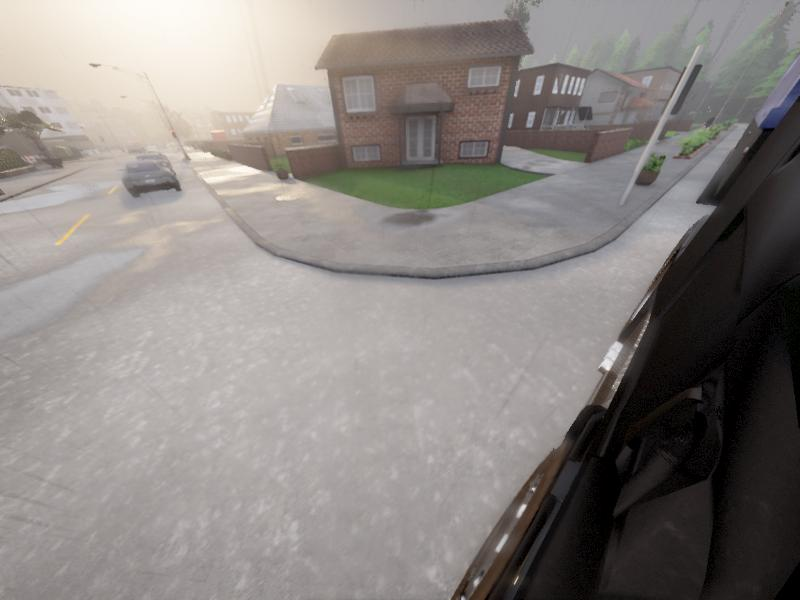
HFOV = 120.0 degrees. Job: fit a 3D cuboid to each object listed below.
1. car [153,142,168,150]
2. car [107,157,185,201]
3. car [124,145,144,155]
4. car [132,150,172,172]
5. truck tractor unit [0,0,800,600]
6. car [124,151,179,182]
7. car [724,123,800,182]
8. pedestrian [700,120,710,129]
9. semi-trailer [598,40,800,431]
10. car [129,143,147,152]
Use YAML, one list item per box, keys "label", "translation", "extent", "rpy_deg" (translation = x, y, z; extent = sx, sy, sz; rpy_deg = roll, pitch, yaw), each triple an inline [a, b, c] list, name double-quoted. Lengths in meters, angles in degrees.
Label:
- label: "car"
  translation: [-64.269, -41.376, 62.072]
  extent: [2.152, 1.651, 5.027]
  rpy_deg: [-28, 44, -30]
- label: "car"
  translation: [-12.965, -6.399, 11.922]
  extent: [1.994, 1.385, 4.181]
  rpy_deg: [-30, 45, -32]
- label: "car"
  translation: [-53.509, -30.331, 46.556]
  extent: [1.994, 1.385, 4.181]
  rpy_deg: [-28, 44, -30]
- label: "car"
  translation: [-22.641, -12.859, 21.254]
  extent: [1.895, 1.301, 4.718]
  rpy_deg: [-27, 43, -29]
- label: "truck tractor unit"
  translation: [2.645, -0.295, 0.351]
  extent: [6.516, 4.208, 3.053]
  rpy_deg: [-28, 44, -30]
- label: "car"
  translation: [-18.019, -9.897, 16.909]
  extent: [2.033, 1.411, 5.357]
  rpy_deg: [-28, 44, -30]
- label: "car"
  translation: [16.100, -6.434, 9.843]
  extent: [5.238, 1.638, 1.930]
  rpy_deg: [-28, 44, -30]
- label: "pedestrian"
  translation: [46.394, -26.677, 35.148]
  extent: [0.500, 1.100, 0.500]
  rpy_deg: [-28, 44, -30]
- label: "semi-trailer"
  translation: [8.690, -3.613, 4.231]
  extent: [14.254, 4.402, 2.717]
  rpy_deg: [-28, 44, -30]
- label: "car"
  translation: [-61.811, -36.092, 54.594]
  extent: [1.930, 1.638, 5.238]
  rpy_deg: [-28, 44, -30]
